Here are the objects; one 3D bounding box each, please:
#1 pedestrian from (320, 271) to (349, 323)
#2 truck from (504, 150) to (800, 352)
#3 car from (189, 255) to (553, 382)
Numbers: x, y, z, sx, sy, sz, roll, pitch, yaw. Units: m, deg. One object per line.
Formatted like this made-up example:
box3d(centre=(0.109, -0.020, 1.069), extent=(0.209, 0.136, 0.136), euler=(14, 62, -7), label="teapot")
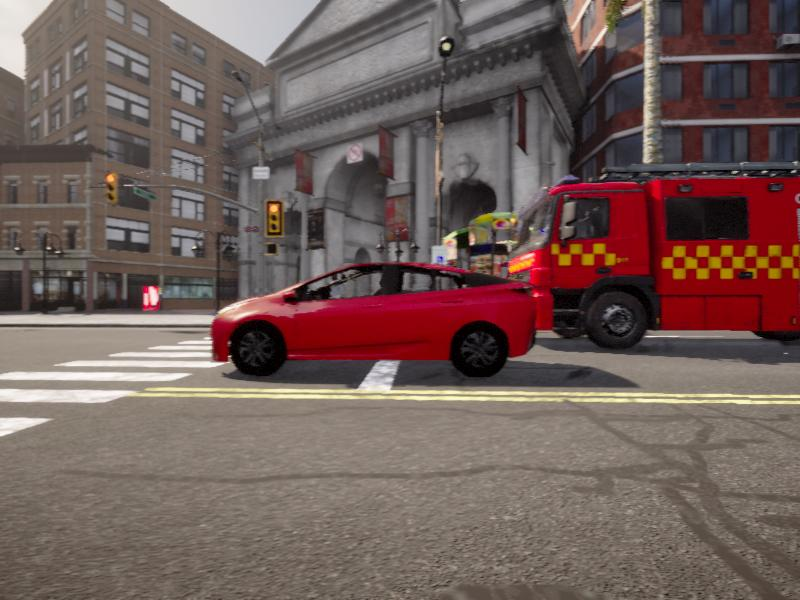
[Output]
box3d(centre=(-2.423, -0.122, 14.890), extent=(0.751, 1.860, 0.751), euler=(0, 0, 35), label="pedestrian")
box3d(centre=(6.931, -0.927, 9.066), extent=(8.468, 3.827, 2.891), euler=(0, 0, 3), label="truck")
box3d(centre=(-0.356, 0.226, 5.932), extent=(4.514, 1.525, 2.007), euler=(0, 0, 3), label="car")
